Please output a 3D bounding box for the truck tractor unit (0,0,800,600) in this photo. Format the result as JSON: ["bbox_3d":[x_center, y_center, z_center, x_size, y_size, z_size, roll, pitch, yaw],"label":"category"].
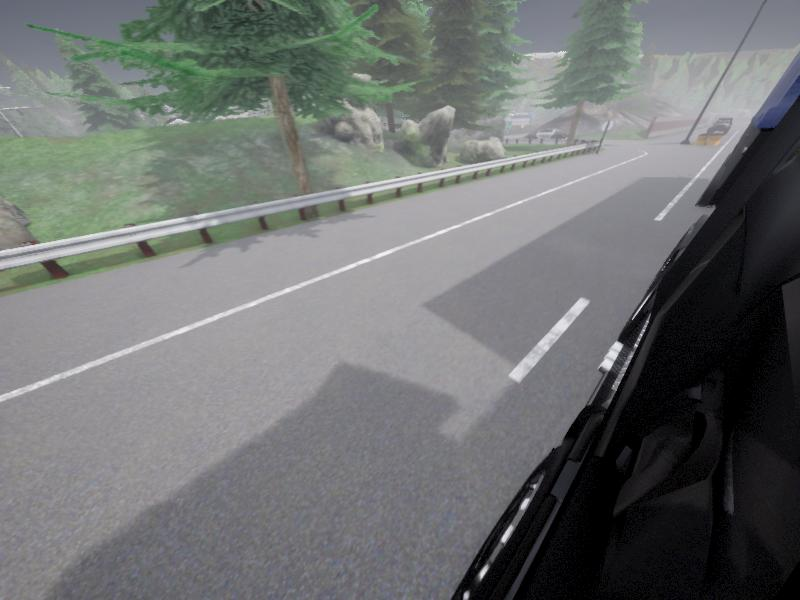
[{"bbox_3d":[2.645,-0.295,0.351,6.516,4.208,3.053,-28,44,-30],"label":"truck tractor unit"}]

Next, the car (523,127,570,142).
[{"bbox_3d":[20.322,-23.157,32.356,2.038,1.542,4.974,-28,43,-30],"label":"car"}]

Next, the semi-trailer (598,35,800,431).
[{"bbox_3d":[8.700,-3.573,4.270,14.254,4.402,2.717,-28,43,-30],"label":"semi-trailer"}]
